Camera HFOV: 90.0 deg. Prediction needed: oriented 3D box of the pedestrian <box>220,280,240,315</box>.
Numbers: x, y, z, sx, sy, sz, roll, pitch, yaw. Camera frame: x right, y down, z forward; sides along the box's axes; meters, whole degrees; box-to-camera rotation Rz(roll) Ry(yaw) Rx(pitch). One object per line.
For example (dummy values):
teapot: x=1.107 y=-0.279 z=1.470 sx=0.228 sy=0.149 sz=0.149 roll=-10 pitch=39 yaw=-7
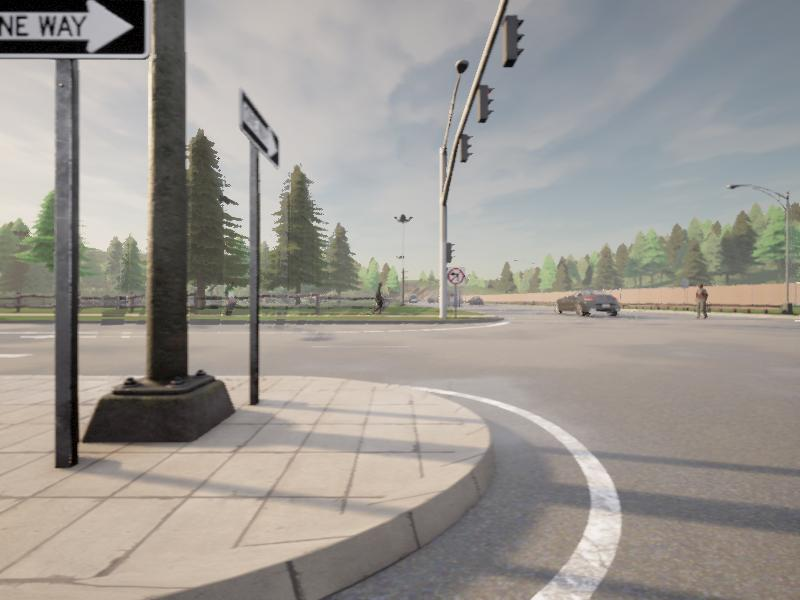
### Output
pedestrian: x=-9.201 y=-0.123 z=21.715 sx=0.751 sy=1.860 sz=0.751 roll=0 pitch=0 yaw=4

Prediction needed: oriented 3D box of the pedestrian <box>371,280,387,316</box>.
pedestrian: x=-1.110 y=-0.117 z=21.124 sx=0.751 sy=1.860 sz=0.751 roll=0 pitch=0 yaw=3

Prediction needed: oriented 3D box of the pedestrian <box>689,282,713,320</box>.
pedestrian: x=15.442 y=0.050 z=20.548 sx=0.751 sy=1.860 sz=0.751 roll=0 pitch=0 yaw=-31

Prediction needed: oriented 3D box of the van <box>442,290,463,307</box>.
van: x=7.749 y=-0.216 z=59.931 sx=2.351 sy=2.431 sz=6.366 roll=0 pitch=0 yaw=0

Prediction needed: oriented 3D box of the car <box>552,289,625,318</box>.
car: x=11.525 y=0.190 z=24.915 sx=2.152 sy=1.651 sz=5.027 roll=0 pitch=0 yaw=0
